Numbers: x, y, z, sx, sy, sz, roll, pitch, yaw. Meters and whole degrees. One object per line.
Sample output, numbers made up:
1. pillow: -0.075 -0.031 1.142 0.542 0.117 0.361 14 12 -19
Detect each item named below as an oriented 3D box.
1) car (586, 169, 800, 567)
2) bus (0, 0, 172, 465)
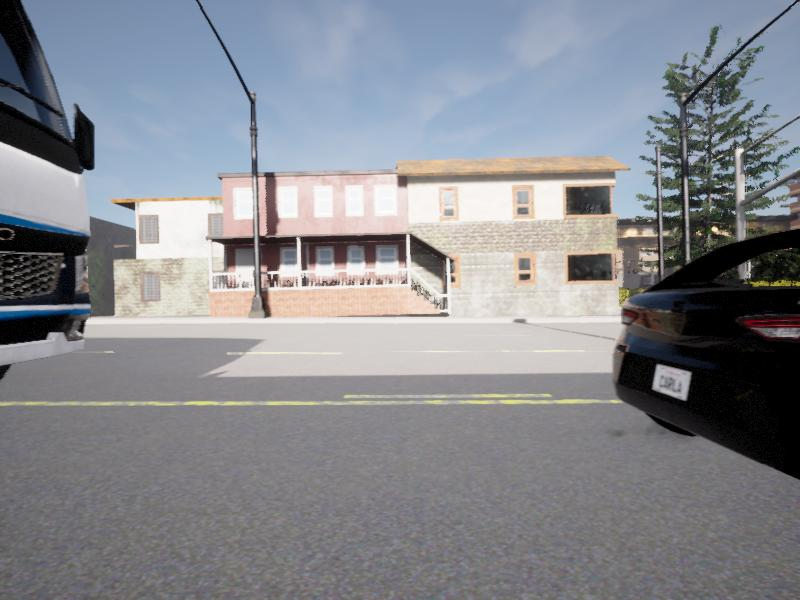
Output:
1. car: 3.565 0.253 2.246 4.193 1.474 1.816 0 0 -1
2. bus: -7.516 -1.136 2.180 10.273 4.253 3.944 0 0 -1
